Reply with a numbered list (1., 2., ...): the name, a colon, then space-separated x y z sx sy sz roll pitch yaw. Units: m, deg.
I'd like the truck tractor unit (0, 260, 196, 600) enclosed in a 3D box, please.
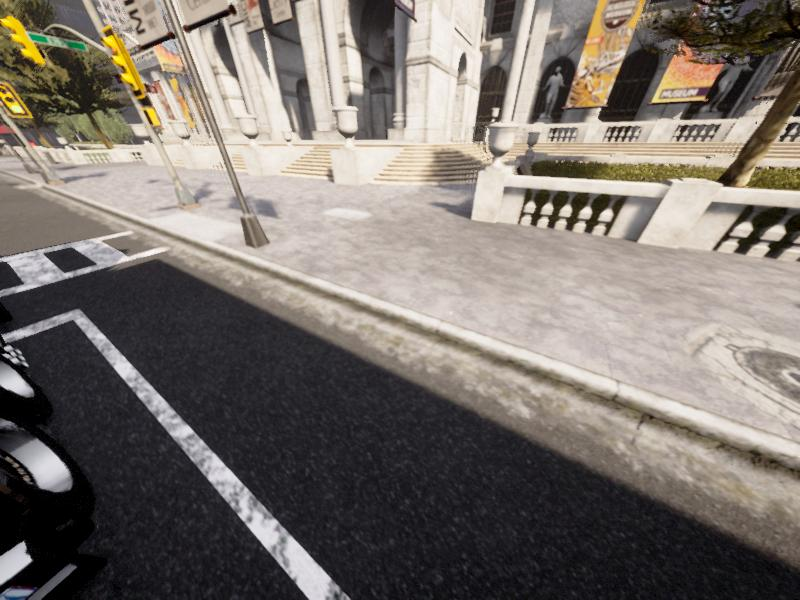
1. truck tractor unit: -5.104 -0.308 0.788 6.516 4.208 3.053 19 39 24
